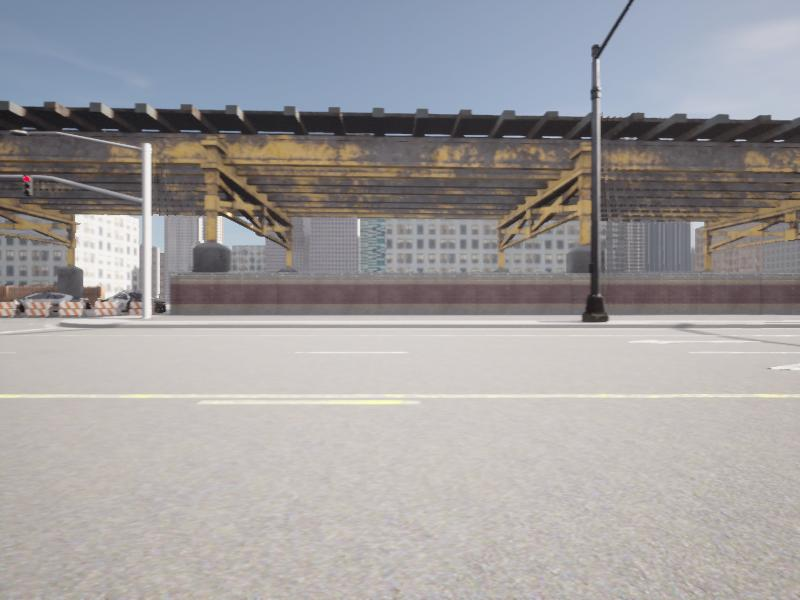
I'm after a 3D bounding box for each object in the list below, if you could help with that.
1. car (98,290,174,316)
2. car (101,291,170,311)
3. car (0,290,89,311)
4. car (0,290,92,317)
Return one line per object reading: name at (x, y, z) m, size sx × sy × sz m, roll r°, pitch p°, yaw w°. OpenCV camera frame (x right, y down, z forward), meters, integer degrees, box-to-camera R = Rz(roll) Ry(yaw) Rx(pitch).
car at (-17.150, 0.201, 25.934) m, size 4.974 × 1.542 × 2.038 m, roll 0°, pitch 0°, yaw 29°
car at (-17.196, 0.043, 25.959) m, size 4.536 × 1.218 × 1.853 m, roll 0°, pitch 0°, yaw 29°
car at (-22.476, 0.044, 25.175) m, size 4.536 × 1.218 × 1.853 m, roll 0°, pitch 0°, yaw -36°
car at (-22.517, 0.202, 25.144) m, size 4.974 × 1.542 × 2.038 m, roll 0°, pitch 0°, yaw -36°
